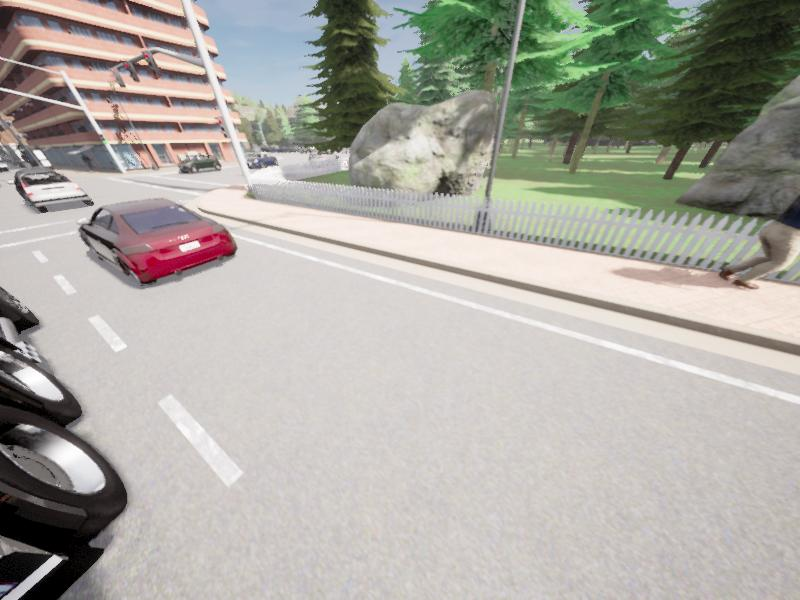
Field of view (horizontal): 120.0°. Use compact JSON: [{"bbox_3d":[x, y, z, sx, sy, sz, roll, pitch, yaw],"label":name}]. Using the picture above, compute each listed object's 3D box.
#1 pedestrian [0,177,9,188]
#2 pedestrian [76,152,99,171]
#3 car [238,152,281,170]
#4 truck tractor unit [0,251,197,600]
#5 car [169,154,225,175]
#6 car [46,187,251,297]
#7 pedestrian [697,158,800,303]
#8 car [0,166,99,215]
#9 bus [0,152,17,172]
[{"bbox_3d":[-30.725,-9.370,17.185,0.751,1.860,0.751,16,38,23],"label":"pedestrian"},{"bbox_3d":[-37.082,-16.426,27.395,0.751,1.860,0.751,20,40,28],"label":"pedestrian"},{"bbox_3d":[-15.973,-16.014,26.531,1.970,1.475,3.806,5,35,9],"label":"car"},{"bbox_3d":[-5.188,-0.201,0.834,6.516,4.208,3.053,16,43,27],"label":"truck tractor unit"},{"bbox_3d":[-20.687,-14.038,23.790,1.789,1.549,3.705,10,36,16],"label":"car"},{"bbox_3d":[-6.095,-1.710,5.672,4.181,1.385,1.994,18,39,26],"label":"car"},{"bbox_3d":[5.762,-1.004,3.448,0.751,1.860,0.751,18,39,26],"label":"pedestrian"},{"bbox_3d":[-17.197,-5.456,11.278,3.988,1.617,1.851,18,39,26],"label":"car"},{"bbox_3d":[-57.633,-19.686,31.108,10.273,4.253,3.944,18,39,26],"label":"bus"}]
